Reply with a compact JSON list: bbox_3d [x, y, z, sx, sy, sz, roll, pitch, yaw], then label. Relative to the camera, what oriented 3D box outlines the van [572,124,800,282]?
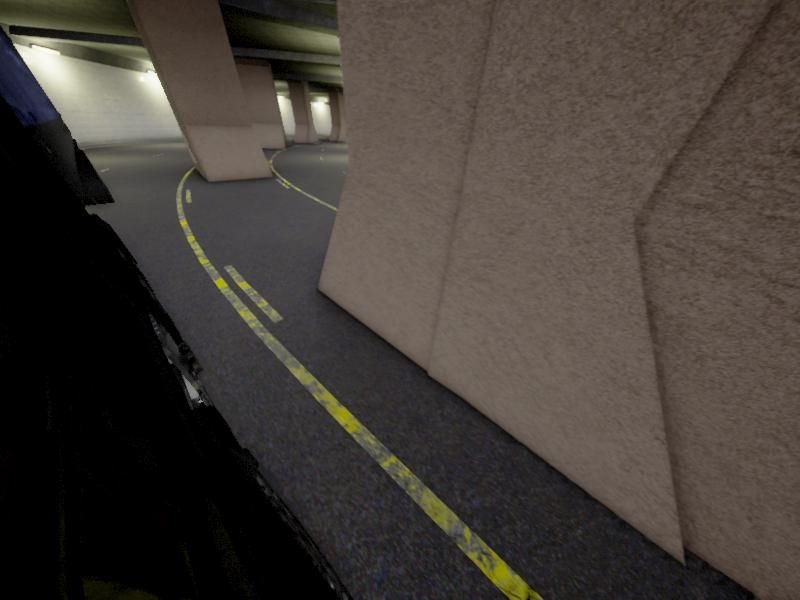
[{"bbox_3d":[8.209,-2.223,5.123,6.366,2.431,2.351,28,44,29],"label":"van"}]

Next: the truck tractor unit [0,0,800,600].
[{"bbox_3d":[-2.645,-0.295,0.352,6.516,4.208,3.053,28,44,30],"label":"truck tractor unit"}]

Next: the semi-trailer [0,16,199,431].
[{"bbox_3d":[-8.573,-3.694,4.337,14.254,4.402,2.717,30,45,31],"label":"semi-trailer"}]
